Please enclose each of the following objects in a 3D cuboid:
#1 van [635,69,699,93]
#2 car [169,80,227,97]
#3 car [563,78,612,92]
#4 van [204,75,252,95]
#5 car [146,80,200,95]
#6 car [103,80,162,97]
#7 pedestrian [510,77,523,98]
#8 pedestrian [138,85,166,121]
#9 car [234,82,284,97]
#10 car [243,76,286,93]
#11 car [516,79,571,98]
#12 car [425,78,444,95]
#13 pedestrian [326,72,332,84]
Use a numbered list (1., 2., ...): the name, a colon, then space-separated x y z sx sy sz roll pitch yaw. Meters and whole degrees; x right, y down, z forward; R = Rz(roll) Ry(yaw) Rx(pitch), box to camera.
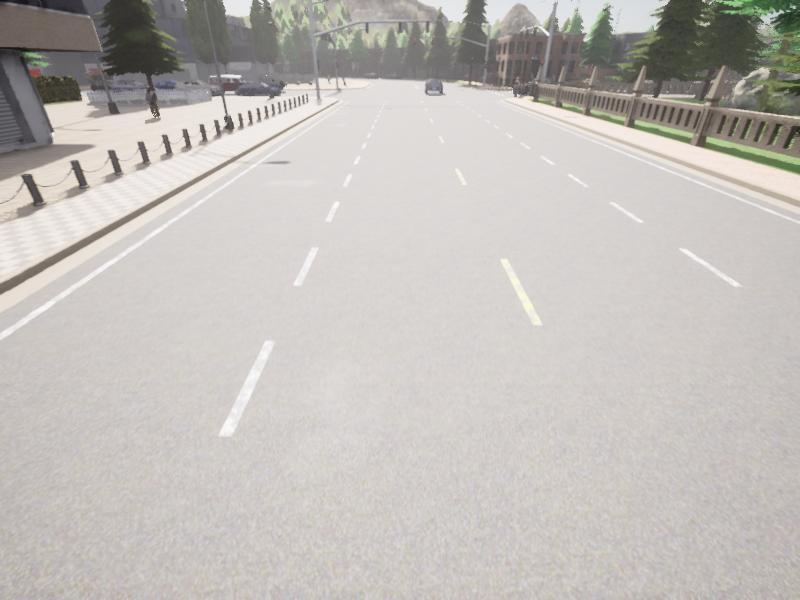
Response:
1. van: 33.117 -27.206 49.770 5.915 2.561 1.988 0 30 0
2. car: -22.278 -23.393 44.227 5.027 1.651 2.152 0 30 0
3. car: 24.844 -28.565 53.075 5.366 1.575 1.801 0 30 0
4. van: -20.194 -25.337 47.125 4.480 2.038 2.069 0 30 0
5. car: -26.792 -25.140 47.287 5.008 1.535 1.882 0 30 0
6. car: -29.504 -23.414 44.257 4.856 1.649 2.033 0 30 0
7. pedestrian: 11.673 -21.304 40.080 0.751 1.860 0.751 -17 34 -26
8. pedestrian: -14.546 -11.574 23.496 0.751 1.860 0.751 -4 31 -7
9. car: -15.479 -23.271 44.194 4.674 1.442 1.812 1 30 2
10. car: -17.083 -27.274 50.581 4.605 1.855 1.932 0 30 0
11. car: 15.725 -23.312 44.066 5.238 1.638 1.930 -3 30 -5
12. car: 4.231 -26.524 49.560 2.152 1.651 5.027 2 30 3
13. pedestrian: -12.627 -39.409 70.939 0.751 1.860 0.751 -3 31 -4
